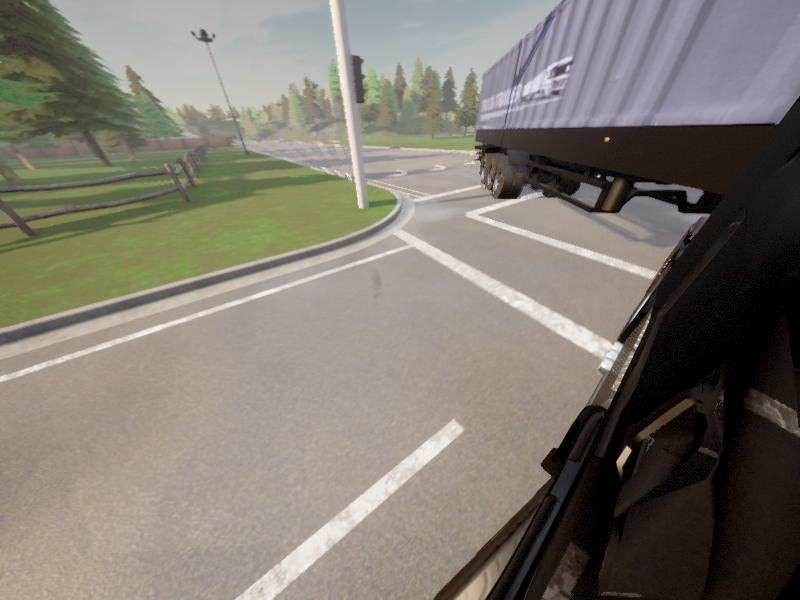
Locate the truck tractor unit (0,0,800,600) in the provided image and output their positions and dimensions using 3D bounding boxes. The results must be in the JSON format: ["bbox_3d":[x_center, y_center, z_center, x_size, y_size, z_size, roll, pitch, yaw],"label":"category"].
[{"bbox_3d":[2.645,-0.295,0.351,6.516,4.208,3.053,-28,44,-30],"label":"truck tractor unit"}]

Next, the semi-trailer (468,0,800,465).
[{"bbox_3d":[4.604,-4.729,6.053,2.717,4.402,14.254,2,37,4],"label":"semi-trailer"}]

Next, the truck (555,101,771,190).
[{"bbox_3d":[10.475,-6.680,9.982,2.627,2.467,5.204,-24,42,-27],"label":"truck"}]

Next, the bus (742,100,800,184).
[{"bbox_3d":[18.534,-5.046,5.746,3.944,4.253,10.273,-26,43,-28],"label":"bus"}]
